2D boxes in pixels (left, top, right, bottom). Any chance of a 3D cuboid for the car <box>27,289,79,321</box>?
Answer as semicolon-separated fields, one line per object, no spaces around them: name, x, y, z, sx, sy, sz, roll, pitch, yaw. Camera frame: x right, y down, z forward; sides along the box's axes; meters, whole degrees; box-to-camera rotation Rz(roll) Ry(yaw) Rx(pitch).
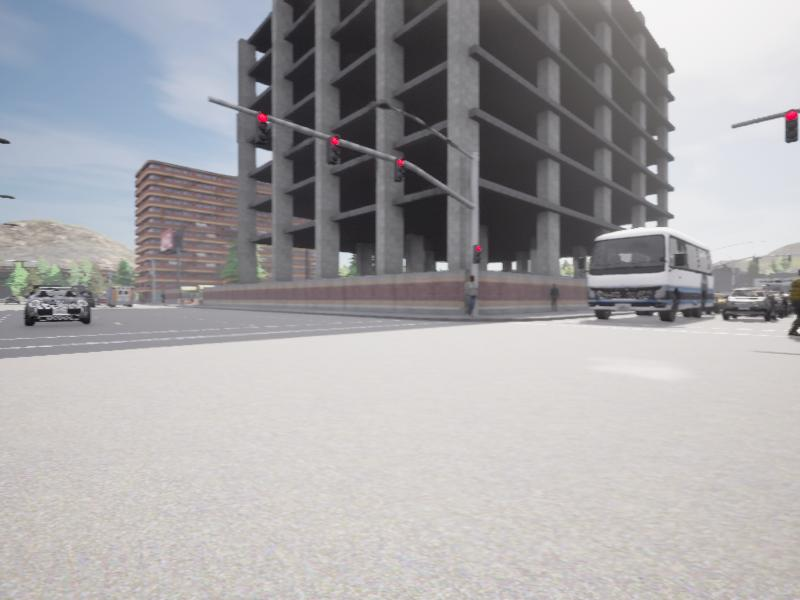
car;-17.563;0.212;20.176;1.812;1.442;4.674;0;0;-43

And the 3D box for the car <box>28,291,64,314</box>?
car;-26.002;0.161;29.353;1.837;1.490;4.892;0;0;-43

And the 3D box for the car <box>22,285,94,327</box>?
car;-13.685;0.207;15.980;1.970;1.475;3.806;0;0;-42

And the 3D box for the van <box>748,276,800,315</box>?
van;26.716;-0.287;28.432;6.366;2.431;2.351;0;0;-43

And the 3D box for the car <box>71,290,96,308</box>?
car;-35.508;-0.083;44.856;1.905;1.878;3.866;0;-1;-43

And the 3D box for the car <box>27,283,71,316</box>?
car;-21.677;-0.025;24.648;1.905;1.878;3.866;0;0;-43

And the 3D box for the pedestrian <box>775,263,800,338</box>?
pedestrian;10.230;0.011;10.251;0.751;1.860;0.751;0;0;31

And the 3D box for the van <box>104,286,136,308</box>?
van;-33.853;-0.355;48.228;2.351;2.431;6.366;0;0;-43

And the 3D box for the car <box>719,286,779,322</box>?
car;16.479;0.170;18.837;3.705;1.549;1.789;0;0;-43

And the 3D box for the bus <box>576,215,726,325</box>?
bus;13.163;-1.184;20.357;10.273;4.253;3.944;0;0;-43

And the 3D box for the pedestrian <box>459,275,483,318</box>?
pedestrian;3.154;-0.161;17.803;0.751;1.860;0.751;0;0;-27

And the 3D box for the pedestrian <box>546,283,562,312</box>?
pedestrian;10.016;-0.179;26.040;0.751;1.860;0.751;0;0;41

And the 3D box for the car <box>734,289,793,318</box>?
car;21.170;0.182;23.231;4.902;1.511;2.128;0;0;-43

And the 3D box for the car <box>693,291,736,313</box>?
car;24.715;0.129;31.352;5.366;1.575;1.801;0;0;-43
